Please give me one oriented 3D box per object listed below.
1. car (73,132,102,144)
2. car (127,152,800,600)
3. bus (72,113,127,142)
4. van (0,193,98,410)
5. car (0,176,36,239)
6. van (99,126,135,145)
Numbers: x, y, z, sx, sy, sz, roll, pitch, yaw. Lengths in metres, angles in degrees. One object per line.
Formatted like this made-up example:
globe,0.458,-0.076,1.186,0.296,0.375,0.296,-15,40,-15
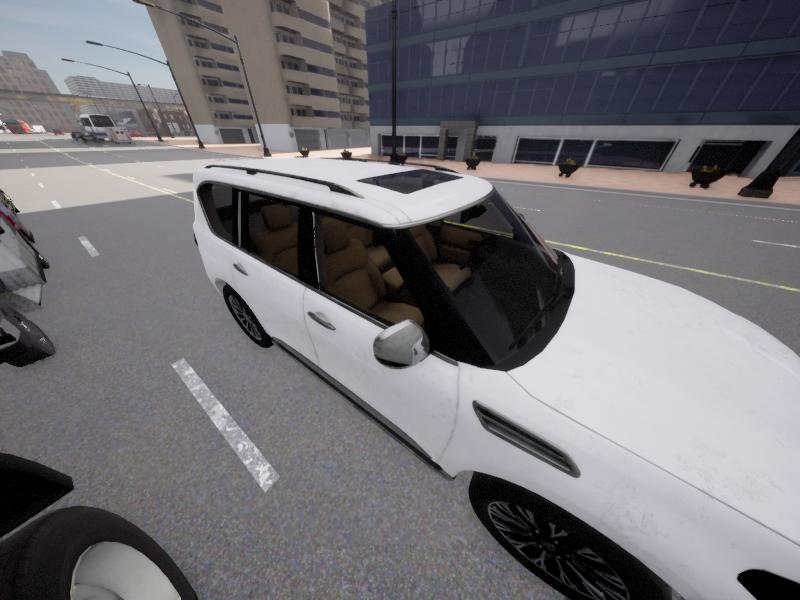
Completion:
car,-56.375,-29.260,41.690,4.902,1.511,2.128,24,42,27
car,-0.020,-0.211,2.438,5.566,2.045,2.150,23,41,28
bus,-60.720,-34.807,46.661,10.273,4.253,3.944,24,41,27
van,-6.908,-0.726,2.805,6.366,2.431,2.351,22,41,28
car,-12.931,-2.857,6.572,4.902,1.511,2.128,23,41,28
van,-51.765,-30.144,42.306,6.366,2.431,2.351,24,42,27
